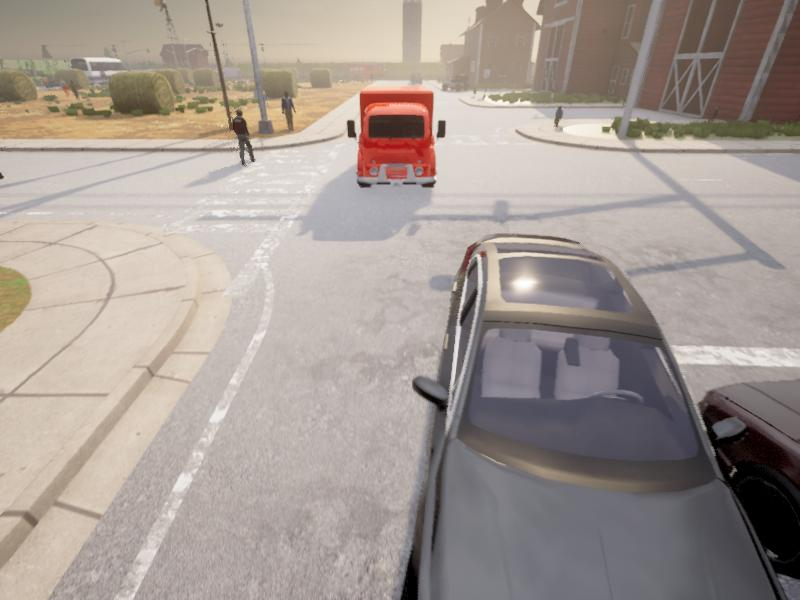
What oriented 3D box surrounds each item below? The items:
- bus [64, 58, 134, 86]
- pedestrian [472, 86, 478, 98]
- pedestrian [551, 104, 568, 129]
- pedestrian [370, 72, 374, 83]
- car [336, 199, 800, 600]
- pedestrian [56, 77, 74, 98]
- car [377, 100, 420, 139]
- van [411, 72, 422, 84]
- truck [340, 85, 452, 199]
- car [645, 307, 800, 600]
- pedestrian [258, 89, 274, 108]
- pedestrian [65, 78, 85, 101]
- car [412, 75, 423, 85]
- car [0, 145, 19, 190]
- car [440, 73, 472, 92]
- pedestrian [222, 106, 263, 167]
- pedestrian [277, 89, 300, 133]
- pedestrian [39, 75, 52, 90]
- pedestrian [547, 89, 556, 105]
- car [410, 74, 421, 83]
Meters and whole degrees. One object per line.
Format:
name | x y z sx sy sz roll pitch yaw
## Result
bus | -54.019 -41.308 72.426 3.944 4.253 10.273 2 30 3
pedestrian | 7.697 -21.409 41.156 0.500 1.100 0.500 2 30 4
pedestrian | 8.392 -9.660 21.069 0.500 1.100 0.500 -25 38 -36
pedestrian | -5.453 -43.207 77.679 0.751 1.860 0.751 -1 30 -1
car | 1.260 0.644 3.401 2.128 1.511 4.902 6 31 10
pedestrian | -34.339 -21.727 40.968 0.751 1.860 0.751 27 40 38
car | -0.141 -9.435 20.776 1.994 1.385 4.181 -1 30 -2
van | 3.215 -43.566 78.512 1.775 1.987 4.442 0 30 0
truck | -0.098 -5.064 12.228 2.627 2.467 5.204 0 31 0
car | 3.505 2.005 1.189 2.033 1.411 5.357 -2 30 -3
pedestrian | -10.561 -15.910 31.572 0.751 1.300 0.751 12 32 19
pedestrian | -30.401 -19.650 37.416 0.751 1.860 0.751 24 38 35
car | 3.228 -40.324 73.384 1.789 1.549 3.705 0 30 0
car | -13.563 -3.585 10.838 4.181 1.385 1.994 0 30 1
car | 7.449 -28.850 53.131 1.905 1.878 3.866 -30 40 -32
pedestrian | -5.389 -5.645 13.811 0.751 1.860 0.751 3 30 5
pedestrian | -5.506 -9.343 19.792 0.751 1.860 0.751 -10 32 -17
pedestrian | -48.634 -29.860 54.878 0.751 1.860 0.751 -16 34 -26
pedestrian | 12.203 -16.345 32.259 0.500 1.100 0.500 7 31 12
car | 3.198 -46.539 84.097 2.163 1.488 4.792 0 30 0
